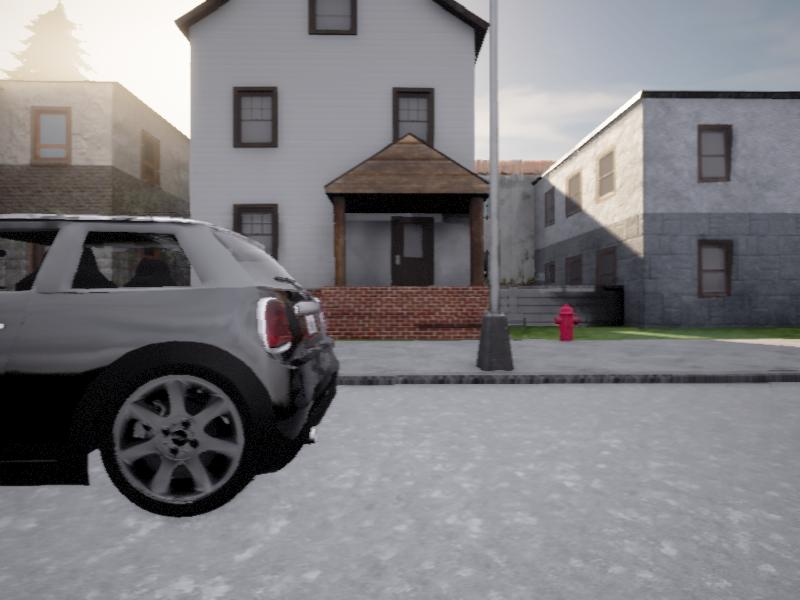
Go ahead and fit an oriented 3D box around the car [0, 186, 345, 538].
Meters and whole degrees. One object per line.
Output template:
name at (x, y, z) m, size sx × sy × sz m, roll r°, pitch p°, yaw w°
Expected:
car at (-2.384, 0.263, 2.642) m, size 3.806 × 1.475 × 1.970 m, roll 0°, pitch 0°, yaw -2°
